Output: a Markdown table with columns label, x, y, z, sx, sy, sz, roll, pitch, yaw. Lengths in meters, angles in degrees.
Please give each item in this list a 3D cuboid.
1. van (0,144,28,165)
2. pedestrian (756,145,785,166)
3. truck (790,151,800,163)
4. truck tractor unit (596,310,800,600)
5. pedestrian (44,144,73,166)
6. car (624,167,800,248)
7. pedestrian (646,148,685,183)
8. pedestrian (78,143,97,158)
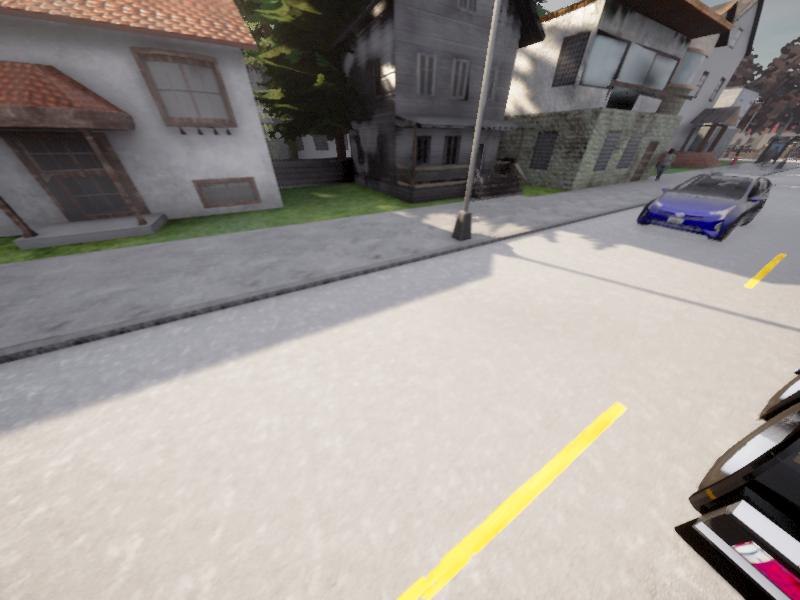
| label | x | y | z | sx | sy | sz | roll | pitch | yaw |
| --- | --- | --- | --- | --- | --- | --- | --- | --- | --- |
| van | -45.830 | -16.582 | 26.273 | 4.442 | 1.987 | 1.775 | 9 | 36 | 14 |
| pedestrian | 39.171 | -15.257 | 24.446 | 0.751 | 1.860 | 0.751 | -17 | 38 | -24 |
| truck | 53.195 | -17.889 | 28.007 | 2.627 | 2.467 | 5.204 | 9 | 36 | 8 |
| truck tractor unit | 5.178 | -0.228 | 0.677 | 6.516 | 4.208 | 3.053 | -15 | 37 | -20 |
| pedestrian | -35.572 | -15.139 | 24.078 | 0.751 | 1.860 | 0.751 | 14 | 37 | 19 |
| car | 9.754 | -3.113 | 7.260 | 4.514 | 1.525 | 2.007 | -17 | 38 | -24 |
| pedestrian | 16.904 | -8.604 | 14.737 | 0.751 | 1.860 | 0.751 | -17 | 38 | -24 |
| pedestrian | -45.675 | -21.840 | 33.803 | 0.751 | 1.860 | 0.751 | -17 | 38 | -23 |
